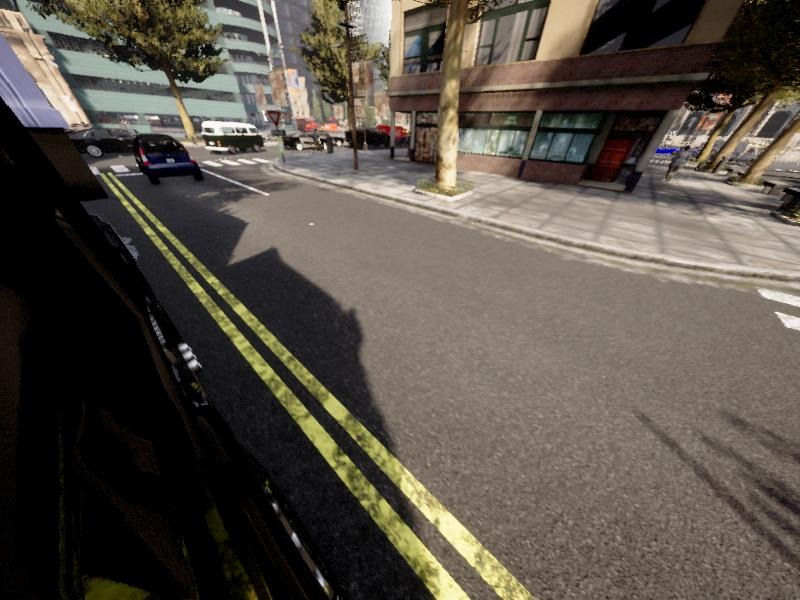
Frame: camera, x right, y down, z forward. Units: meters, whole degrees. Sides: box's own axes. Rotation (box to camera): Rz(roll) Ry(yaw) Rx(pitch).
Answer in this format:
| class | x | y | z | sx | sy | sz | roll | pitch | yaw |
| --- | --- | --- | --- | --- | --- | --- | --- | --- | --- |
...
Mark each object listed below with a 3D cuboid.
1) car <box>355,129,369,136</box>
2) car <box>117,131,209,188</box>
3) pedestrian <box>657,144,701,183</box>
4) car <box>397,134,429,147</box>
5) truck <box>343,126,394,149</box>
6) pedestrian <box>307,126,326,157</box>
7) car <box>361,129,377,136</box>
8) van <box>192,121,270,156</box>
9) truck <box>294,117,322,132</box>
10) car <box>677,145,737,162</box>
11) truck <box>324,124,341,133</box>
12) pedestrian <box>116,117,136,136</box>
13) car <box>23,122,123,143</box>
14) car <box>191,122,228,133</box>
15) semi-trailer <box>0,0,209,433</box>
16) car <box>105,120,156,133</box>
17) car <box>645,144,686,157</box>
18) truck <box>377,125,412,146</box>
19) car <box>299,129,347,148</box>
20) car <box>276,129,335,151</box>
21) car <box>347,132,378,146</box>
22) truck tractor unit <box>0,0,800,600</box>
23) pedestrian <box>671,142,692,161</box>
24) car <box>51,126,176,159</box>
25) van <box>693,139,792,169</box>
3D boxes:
| class | x | y | z | sx | sy | sz | roll | pitch | yaw |
| --- | --- | --- | --- | --- | --- | --- | --- | --- | --- |
| car | -11.572 | -50.769 | 69.988 | 4.181 | 1.385 | 1.994 | 29 | 44 | 31 |
| car | -10.283 | -6.218 | 10.023 | 3.988 | 1.617 | 1.851 | 31 | 45 | 33 |
| pedestrian | 16.051 | -7.881 | 13.360 | 0.751 | 1.860 | 0.751 | 28 | 44 | 30 |
| car | 1.958 | -23.863 | 34.562 | 2.128 | 1.511 | 4.902 | 29 | 44 | 31 |
| truck | -3.723 | -20.393 | 29.060 | 2.390 | 2.098 | 6.274 | 29 | 44 | 31 |
| pedestrian | -6.363 | -12.109 | 17.670 | 0.751 | 1.860 | 0.751 | 32 | 46 | 33 |
| car | -9.729 | -52.535 | 72.460 | 5.357 | 1.411 | 2.033 | 29 | 44 | 31 |
| van | -13.295 | -13.032 | 18.632 | 2.069 | 2.038 | 4.480 | 12 | 38 | 12 |
| truck | -31.851 | -61.036 | 80.498 | 8.468 | 3.827 | 2.891 | 14 | 38 | 15 |
| car | 45.451 | -21.829 | 34.395 | 5.027 | 1.651 | 2.152 | 29 | 44 | 31 |
| truck | -23.761 | -60.278 | 81.114 | 5.204 | 2.467 | 2.627 | 21 | 41 | 23 |
| pedestrian | -33.608 | -21.275 | 28.320 | 0.751 | 1.860 | 0.751 | 28 | 44 | 30 |
| car | -30.860 | -16.027 | 22.122 | 2.033 | 1.411 | 5.357 | 29 | 44 | 31 |
| car | -36.897 | -33.451 | 44.868 | 2.128 | 1.511 | 4.902 | 29 | 44 | 31 |
| semi-trailer | -9.218 | -3.181 | 3.651 | 14.254 | 4.402 | 2.717 | 22 | 41 | 24 |
| car | -41.436 | -26.726 | 35.622 | 2.161 | 1.482 | 4.786 | 29 | 44 | 31 |
| car | 46.904 | -26.557 | 40.918 | 4.514 | 1.525 | 2.007 | 29 | 44 | 31 |
| truck | -0.804 | -25.605 | 35.930 | 2.627 | 2.467 | 5.204 | 29 | 44 | 31 |
| car | -9.274 | -19.769 | 28.264 | 1.930 | 1.638 | 5.238 | 29 | 44 | 31 |
| car | -9.515 | -16.445 | 23.784 | 1.930 | 1.638 | 5.238 | 29 | 44 | 31 |
| car | -5.116 | -22.409 | 32.204 | 1.970 | 1.475 | 3.806 | 29 | 44 | 31 |
| truck tractor unit | -2.645 | -0.295 | 0.351 | 6.516 | 4.208 | 3.053 | 28 | 44 | 30 |
| pedestrian | 34.650 | -18.259 | 28.444 | 0.751 | 1.860 | 0.751 | 26 | 43 | 28 |
| car | -18.600 | -10.475 | 15.329 | 1.837 | 1.490 | 4.892 | 29 | 44 | 31 |
| van | 42.297 | -18.375 | 28.932 | 2.351 | 2.431 | 6.366 | -1 | 37 | -11 |
